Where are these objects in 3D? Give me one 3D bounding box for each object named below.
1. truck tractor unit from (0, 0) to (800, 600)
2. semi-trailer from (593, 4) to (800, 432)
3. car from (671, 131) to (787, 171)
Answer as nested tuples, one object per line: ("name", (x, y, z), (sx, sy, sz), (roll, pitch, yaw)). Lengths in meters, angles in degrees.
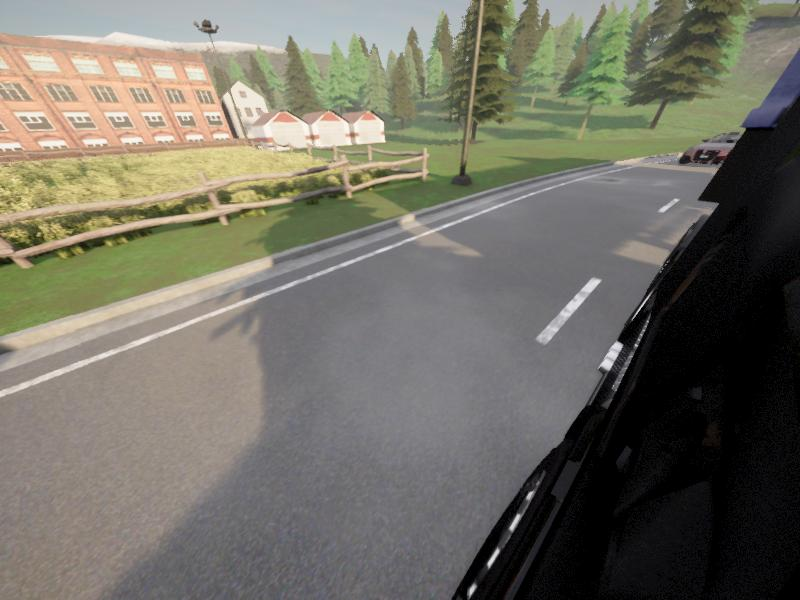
("truck tractor unit", (2.645, -0.295, 0.352), (6.516, 4.208, 3.053), (-28, 44, -30))
("semi-trailer", (9.011, -3.359, 3.912), (14.254, 4.402, 2.717), (-24, 42, -26))
("car", (16.780, -7.741, 11.869), (4.181, 1.385, 1.994), (-17, 39, -18))
